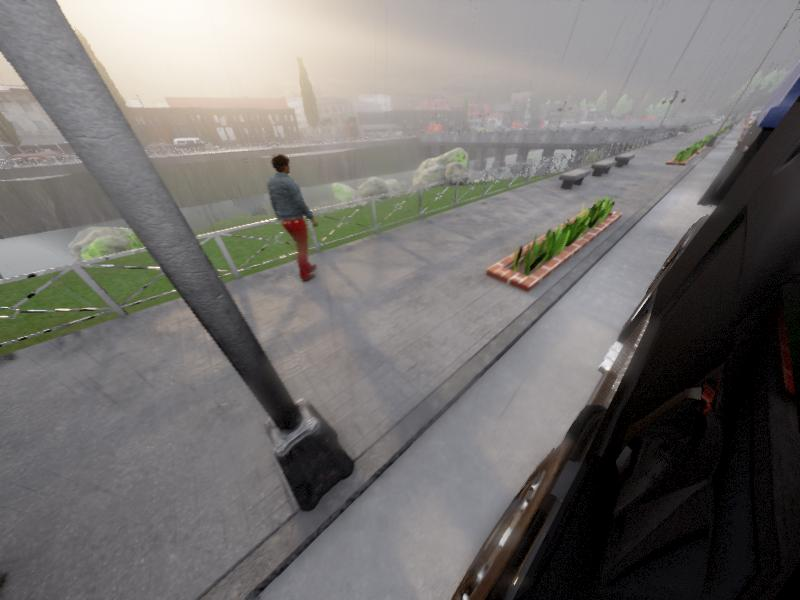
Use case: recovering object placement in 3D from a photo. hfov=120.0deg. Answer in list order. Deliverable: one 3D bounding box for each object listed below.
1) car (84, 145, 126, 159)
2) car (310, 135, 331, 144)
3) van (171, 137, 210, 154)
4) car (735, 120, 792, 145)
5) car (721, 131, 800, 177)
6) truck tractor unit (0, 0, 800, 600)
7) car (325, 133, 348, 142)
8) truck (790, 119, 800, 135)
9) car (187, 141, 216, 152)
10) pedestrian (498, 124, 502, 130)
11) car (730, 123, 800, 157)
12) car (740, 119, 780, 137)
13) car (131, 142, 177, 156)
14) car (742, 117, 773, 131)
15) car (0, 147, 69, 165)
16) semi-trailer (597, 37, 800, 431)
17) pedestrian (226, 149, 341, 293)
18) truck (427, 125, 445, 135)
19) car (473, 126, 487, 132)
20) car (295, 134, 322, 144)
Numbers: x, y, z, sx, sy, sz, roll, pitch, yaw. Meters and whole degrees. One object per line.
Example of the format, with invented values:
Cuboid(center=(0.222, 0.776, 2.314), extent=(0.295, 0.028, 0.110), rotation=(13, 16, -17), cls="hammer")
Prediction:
Cuboid(center=(-47.380, -23.845, 37.200), extent=(3.806, 1.475, 1.970), rotation=(-28, 44, -30), cls="car")
Cuboid(center=(-17.931, -36.489, 52.404), extent=(3.806, 1.475, 1.970), rotation=(-28, 44, -30), cls="car")
Cuboid(center=(-36.350, -26.854, 40.109), extent=(4.480, 2.038, 2.069), rotation=(-28, 44, -30), cls="van")
Cuboid(center=(31.588, -14.678, 20.178), extent=(4.514, 1.525, 2.007), rotation=(-28, 44, -30), cls="car")
Cuboid(center=(17.030, -6.819, 10.636), extent=(4.181, 1.385, 1.994), rotation=(-28, 43, -30), cls="car")
Cuboid(center=(2.645, -0.295, 0.351), extent=(6.516, 4.208, 3.053), rotation=(-28, 44, -30), cls="truck tractor unit")
Cuboid(center=(-15.821, -40.806, 57.936), extent=(4.856, 1.649, 2.033), rotation=(-29, 44, -29), cls="car")
Cuboid(center=(45.969, -19.485, 25.291), extent=(6.274, 2.098, 2.390), rotation=(-28, 44, -30), cls="truck")
Cuboid(center=(-37.534, -29.119, 43.688), extent=(3.806, 1.475, 1.970), rotation=(-28, 44, -30), cls="car")
Cuboid(center=(36.242, -62.667, 83.753), extent=(0.751, 1.860, 0.751), rotation=(26, 45, 33), cls="pedestrian")
Cuboid(center=(23.538, -10.373, 14.882), extent=(4.514, 1.525, 2.007), rotation=(-28, 44, -30), cls="car")
Cuboid(center=(39.830, -19.091, 25.648), extent=(4.193, 1.474, 1.816), rotation=(-28, 44, -30), cls="car")
Cuboid(center=(-42.659, -26.445, 40.268), extent=(5.238, 1.638, 1.930), rotation=(-28, 44, -30), cls="car")
Cuboid(center=(53.978, -26.676, 34.926), extent=(5.008, 1.535, 1.882), rotation=(-28, 44, -30), cls="car")
Cuboid(center=(-52.835, -20.987, 33.570), extent=(5.027, 1.651, 2.152), rotation=(-28, 44, -30), cls="car")
Cuboid(center=(8.721, -3.576, 4.225), extent=(14.254, 4.402, 2.717), rotation=(-28, 43, -30), cls="semi-trailer")
Cuboid(center=(-1.603, -1.153, 3.519), extent=(0.751, 1.860, 0.751), rotation=(14, 40, 21), cls="pedestrian")
Cuboid(center=(11.127, -52.457, 71.256), extent=(5.204, 2.467, 2.627), rotation=(-28, 44, -30), cls="truck")
Cuboid(center=(28.942, -61.616, 83.257), extent=(5.366, 1.575, 1.801), rotation=(-28, 44, -30), cls="car")
Cuboid(center=(-21.477, -37.770, 54.195), extent=(5.238, 1.638, 1.930), rotation=(-28, 44, -30), cls="car")
